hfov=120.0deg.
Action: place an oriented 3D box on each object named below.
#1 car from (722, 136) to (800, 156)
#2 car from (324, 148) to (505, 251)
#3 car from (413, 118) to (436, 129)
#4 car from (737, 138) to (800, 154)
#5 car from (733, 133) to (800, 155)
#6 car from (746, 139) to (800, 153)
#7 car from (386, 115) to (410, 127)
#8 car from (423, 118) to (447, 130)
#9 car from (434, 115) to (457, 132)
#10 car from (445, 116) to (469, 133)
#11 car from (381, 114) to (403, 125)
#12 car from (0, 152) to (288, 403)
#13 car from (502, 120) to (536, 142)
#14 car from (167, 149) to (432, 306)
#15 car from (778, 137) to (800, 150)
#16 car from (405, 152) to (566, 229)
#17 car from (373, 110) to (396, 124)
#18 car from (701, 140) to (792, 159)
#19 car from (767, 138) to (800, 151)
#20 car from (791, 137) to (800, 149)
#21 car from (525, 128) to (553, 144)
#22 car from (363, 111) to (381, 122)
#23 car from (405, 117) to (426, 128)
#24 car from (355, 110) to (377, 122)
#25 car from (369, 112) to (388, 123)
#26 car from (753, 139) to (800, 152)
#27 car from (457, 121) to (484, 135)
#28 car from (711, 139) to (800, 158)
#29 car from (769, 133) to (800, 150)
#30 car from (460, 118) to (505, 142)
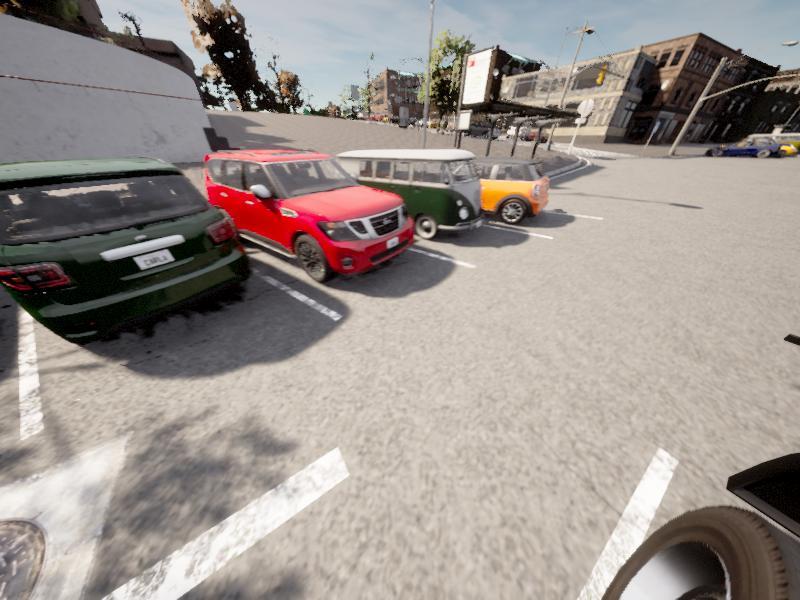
[{"bbox_3d":[40.479,-17.247,25.880,4.553,1.767,2.185,26,42,34],"label":"car"},{"bbox_3d":[0.204,-3.135,6.628,4.442,1.987,1.878,22,40,30],"label":"car"},{"bbox_3d":[4.840,-34.718,45.398,2.002,1.452,4.674,28,43,25],"label":"car"},{"bbox_3d":[45.842,-18.797,28.220,4.892,1.521,2.231,27,43,34],"label":"car"},{"bbox_3d":[43.255,-18.113,26.890,4.442,1.987,1.878,26,43,34],"label":"car"},{"bbox_3d":[48.529,-19.577,29.353,4.674,1.452,2.002,27,43,34],"label":"car"},{"bbox_3d":[-0.388,-33.933,43.787,2.128,1.511,4.902,-20,45,-28],"label":"car"},{"bbox_3d":[6.619,-33.174,43.596,1.946,1.575,5.366,27,43,25],"label":"car"},{"bbox_3d":[8.130,-31.545,41.360,1.878,1.987,4.442,28,43,25],"label":"car"},{"bbox_3d":[9.803,-29.881,39.461,1.878,1.987,4.442,28,43,25],"label":"car"},{"bbox_3d":[-1.783,-41.455,53.038,1.946,1.575,5.366,27,43,25],"label":"car"},{"bbox_3d":[-4.925,-1.251,3.971,5.566,2.045,2.435,22,41,29],"label":"car"},{"bbox_3d":[16.553,-23.328,31.963,2.435,2.045,5.566,27,43,26],"label":"car"},{"bbox_3d":[-2.372,-2.214,5.307,5.566,2.045,2.435,22,40,30],"label":"car"},{"bbox_3d":[62.066,-23.570,34.747,5.008,1.535,2.097,28,44,36],"label":"car"},{"bbox_3d":[2.654,-4.042,8.062,4.553,1.767,2.185,22,41,30],"label":"car"},{"bbox_3d":[-3.585,-43.201,54.622,2.435,2.045,5.566,27,43,24],"label":"car"},{"bbox_3d":[35.149,-15.506,23.768,4.792,1.488,2.163,26,43,33],"label":"car"},{"bbox_3d":[56.626,-21.977,32.637,4.674,1.452,2.002,28,44,35],"label":"car"},{"bbox_3d":[67.538,-25.079,36.806,5.008,1.535,2.097,29,45,36],"label":"car"},{"bbox_3d":[18.190,-21.428,30.232,2.002,1.452,4.674,27,43,25],"label":"car"},{"bbox_3d":[-6.997,-46.395,58.507,2.185,1.767,4.553,24,41,26],"label":"car"},{"bbox_3d":[3.153,-36.377,47.289,2.002,1.452,4.674,27,43,25],"label":"car"},{"bbox_3d":[-8.715,-47.991,60.303,2.435,2.045,5.566,23,40,28],"label":"car"},{"bbox_3d":[-5.323,-44.763,56.587,2.185,1.767,4.553,26,42,25],"label":"car"},{"bbox_3d":[51.221,-20.390,30.467,4.674,1.452,2.002,27,43,35],"label":"car"},{"bbox_3d":[11.511,-28.097,37.782,2.231,1.521,4.892,27,43,26],"label":"car"},{"bbox_3d":[37.986,-16.221,24.669,5.366,1.575,1.946,26,42,33],"label":"car"},{"bbox_3d":[59.364,-22.993,33.532,5.566,2.045,2.435,28,44,35],"label":"car"},{"bbox_3d":[9.671,-20.239,27.452,1.932,1.855,4.605,-20,46,-28],"label":"car"}]
